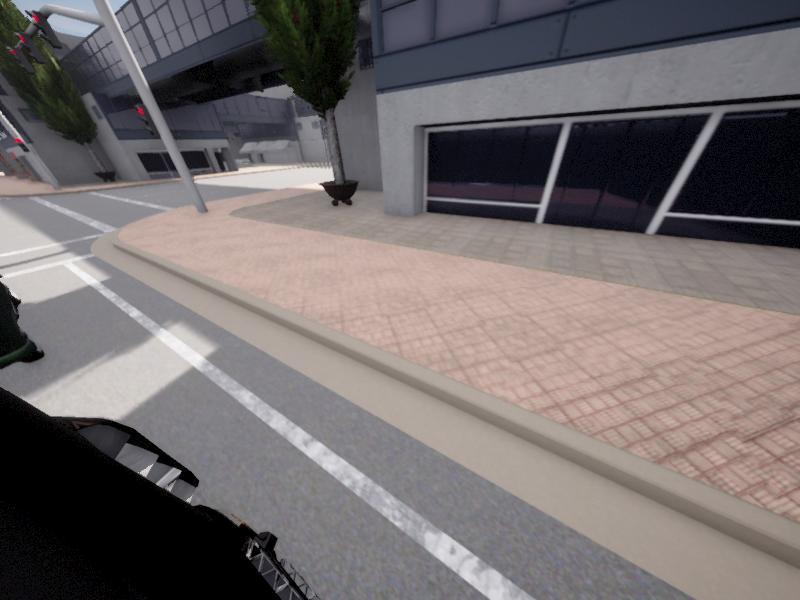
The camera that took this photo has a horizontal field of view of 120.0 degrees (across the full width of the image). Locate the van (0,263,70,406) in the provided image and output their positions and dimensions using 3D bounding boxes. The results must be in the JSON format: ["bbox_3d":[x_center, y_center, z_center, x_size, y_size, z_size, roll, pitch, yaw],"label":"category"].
[{"bbox_3d":[-6.365,-0.091,2.603,4.442,1.987,1.775,17,39,27],"label":"van"}]

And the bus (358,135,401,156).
[{"bbox_3d":[-5.363,-40.243,60.343,10.273,4.253,3.944,16,38,26],"label":"bus"}]
